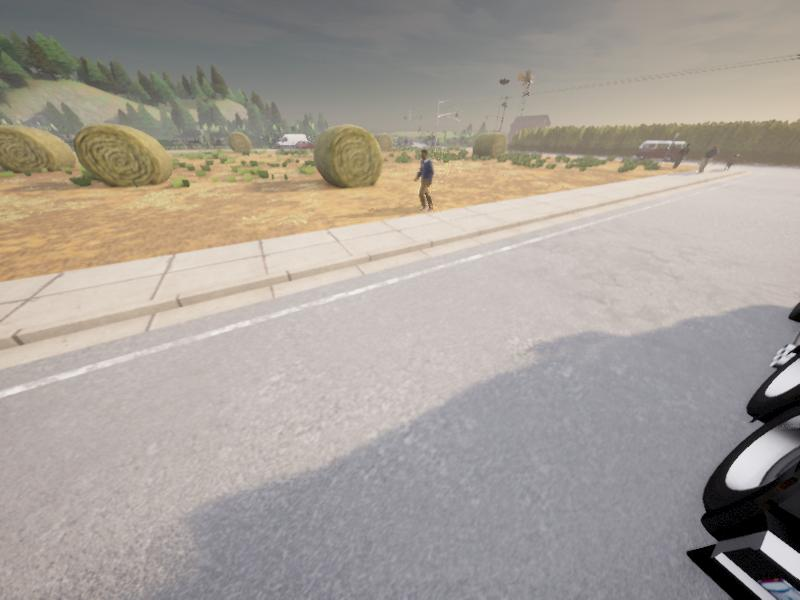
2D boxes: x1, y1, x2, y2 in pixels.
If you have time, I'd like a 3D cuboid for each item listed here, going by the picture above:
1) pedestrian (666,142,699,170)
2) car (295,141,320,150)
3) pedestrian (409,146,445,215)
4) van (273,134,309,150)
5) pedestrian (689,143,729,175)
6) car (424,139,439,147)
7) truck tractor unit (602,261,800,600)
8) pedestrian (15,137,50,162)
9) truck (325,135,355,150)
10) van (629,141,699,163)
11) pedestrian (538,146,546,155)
[{"bbox_3d":[22.196,-11.343,18.221,0.751,1.860,0.751,20,40,26],"label":"pedestrian"},{"bbox_3d":[-17.946,-30.002,44.858,4.193,1.474,1.816,-16,38,-21],"label":"car"},{"bbox_3d":[0.818,-3.827,7.435,0.751,1.860,0.751,-14,38,-19],"label":"pedestrian"},{"bbox_3d":[-21.737,-31.625,46.199,5.915,2.561,1.988,-16,38,-21],"label":"van"},{"bbox_3d":[21.339,-9.768,15.992,0.751,1.860,0.751,-17,39,-23],"label":"pedestrian"},{"bbox_3d":[8.977,-44.892,65.914,2.038,1.542,4.974,-14,41,-20],"label":"car"},{"bbox_3d":[5.113,-0.297,0.790,6.516,4.208,3.053,-18,39,-24],"label":"truck tractor unit"},{"bbox_3d":[-33.818,-13.848,21.287,0.751,1.860,0.751,9,36,12],"label":"pedestrian"},{"bbox_3d":[-12.165,-32.039,46.917,5.204,2.467,2.627,-16,38,-21],"label":"truck"},{"bbox_3d":[30.424,-17.268,26.858,2.069,2.038,4.480,-17,38,-23],"label":"van"},{"bbox_3d":[20.554,-21.713,33.552,0.500,1.100,0.500,-19,40,-25],"label":"pedestrian"}]
